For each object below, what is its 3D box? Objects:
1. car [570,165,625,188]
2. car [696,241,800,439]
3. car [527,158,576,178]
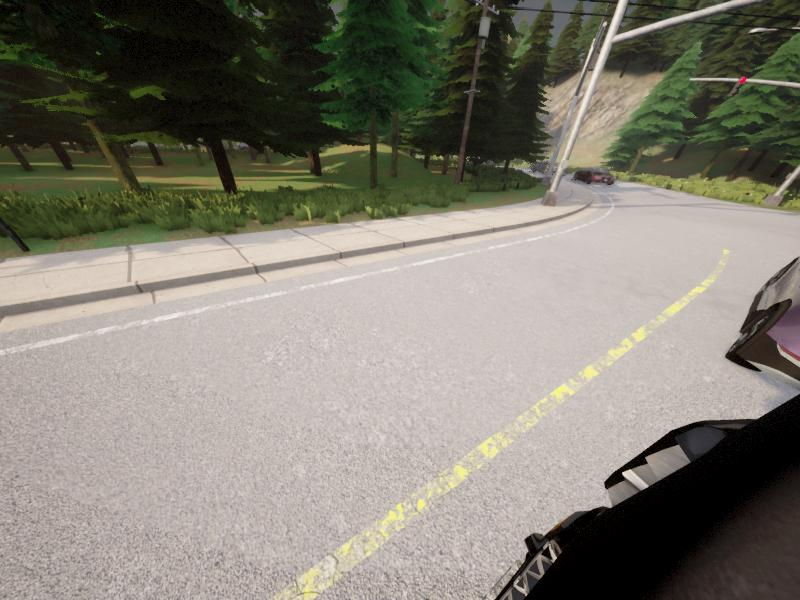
[{"bbox_3d":[18.289,-11.699,21.741,1.994,1.385,4.181,7,34,6],"label":"car"},{"bbox_3d":[6.133,0.166,2.698,4.856,1.649,2.033,-17,39,-28],"label":"car"},{"bbox_3d":[18.592,-16.478,28.730,2.152,1.651,5.027,-3,34,-9],"label":"car"}]
